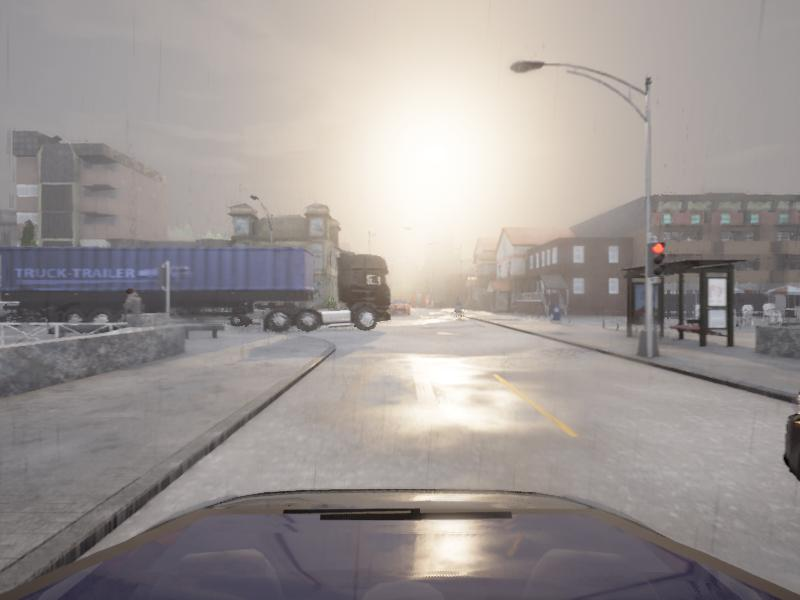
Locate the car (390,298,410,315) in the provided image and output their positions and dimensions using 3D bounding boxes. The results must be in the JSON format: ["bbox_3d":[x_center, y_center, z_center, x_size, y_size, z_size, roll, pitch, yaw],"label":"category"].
[{"bbox_3d":[0.001,0.689,43.037,2.097,1.767,4.553,0,0,0],"label":"car"}]

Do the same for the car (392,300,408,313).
[{"bbox_3d":[-0.003,0.781,49.615,1.851,1.617,3.988,0,0,0],"label":"car"}]

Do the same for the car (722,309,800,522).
[{"bbox_3d":[3.905,0.836,1.115,2.128,1.511,4.902,0,0,1],"label":"car"}]

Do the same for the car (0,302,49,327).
[{"bbox_3d":[-24.018,0.850,24.209,3.806,1.475,1.970,0,0,0],"label":"car"}]

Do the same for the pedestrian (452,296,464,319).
[{"bbox_3d":[4.891,0.633,33.629,0.751,1.860,0.751,0,0,-15],"label":"pedestrian"}]

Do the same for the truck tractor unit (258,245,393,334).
[{"bbox_3d":[-3.866,-0.525,21.098,6.516,4.208,3.053,0,0,-13],"label":"truck tractor unit"}]

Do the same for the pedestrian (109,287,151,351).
[{"bbox_3d":[-8.118,0.546,12.068,0.751,1.860,0.751,0,0,-1],"label":"pedestrian"}]

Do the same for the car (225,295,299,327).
[{"bbox_3d":[-8.306,0.643,24.314,3.866,1.878,1.905,0,0,-4],"label":"car"}]

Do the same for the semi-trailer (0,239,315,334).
[{"bbox_3d":[-11.724,-0.622,20.363,14.254,4.402,2.717,0,0,-3],"label":"semi-trailer"}]

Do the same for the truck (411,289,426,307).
[{"bbox_3d":[4.004,-0.332,89.375,2.891,3.827,8.468,0,0,0],"label":"truck"}]
